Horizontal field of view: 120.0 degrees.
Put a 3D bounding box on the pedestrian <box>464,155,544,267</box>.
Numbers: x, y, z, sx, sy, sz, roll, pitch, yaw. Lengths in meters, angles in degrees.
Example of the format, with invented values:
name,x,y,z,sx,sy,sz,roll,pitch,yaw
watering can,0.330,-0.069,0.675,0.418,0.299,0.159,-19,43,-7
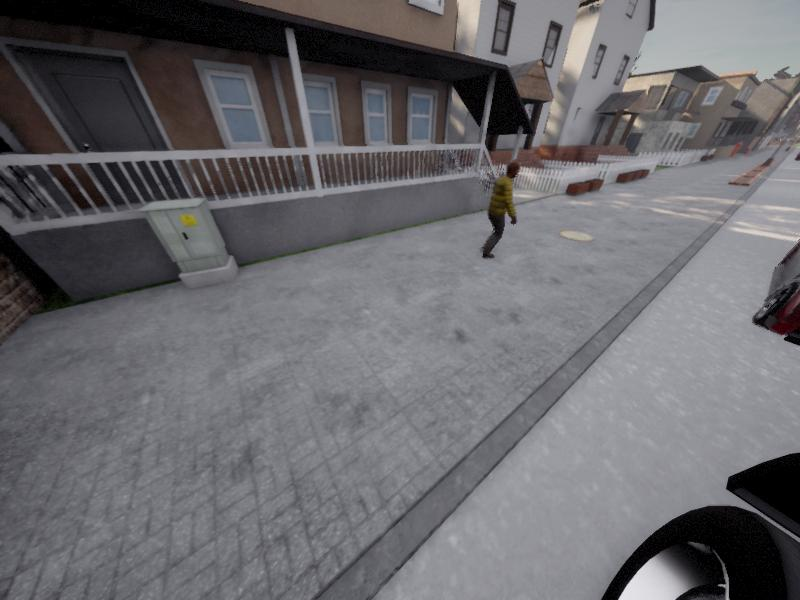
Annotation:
name,x,y,z,sx,sy,sz,roll,pitch,yaw
pedestrian,1.862,-1.672,4.449,0.751,1.860,0.751,-4,35,-5

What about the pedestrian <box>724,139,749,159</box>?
name,x,y,z,sx,sy,sz,roll,pitch,yaw
pedestrian,37.953,-17.034,26.068,0.751,1.860,0.751,-22,41,-28

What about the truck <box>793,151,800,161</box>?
name,x,y,z,sx,sy,sz,roll,pitch,yaw
truck,47.928,-17.752,25.553,8.468,3.827,2.891,-22,41,-28

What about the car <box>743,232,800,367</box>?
name,x,y,z,sx,sy,sz,roll,pitch,yaw
car,6.835,-0.191,2.968,4.181,1.385,1.994,-22,41,-28
